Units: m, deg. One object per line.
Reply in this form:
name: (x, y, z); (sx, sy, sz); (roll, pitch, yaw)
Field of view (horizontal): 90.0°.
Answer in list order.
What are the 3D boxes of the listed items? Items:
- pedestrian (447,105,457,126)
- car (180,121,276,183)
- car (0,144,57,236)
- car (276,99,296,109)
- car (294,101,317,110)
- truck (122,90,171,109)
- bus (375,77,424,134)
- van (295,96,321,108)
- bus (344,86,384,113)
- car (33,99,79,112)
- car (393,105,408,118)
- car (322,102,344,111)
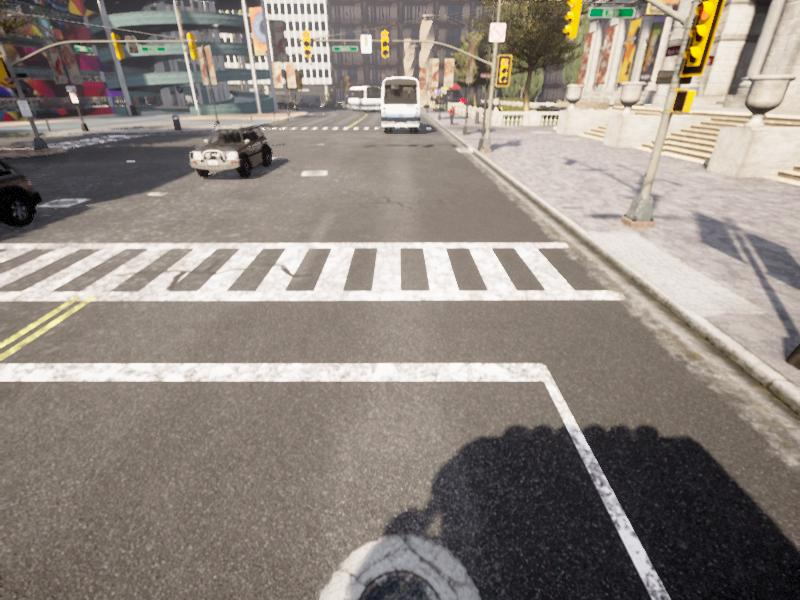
pedestrian: (5.233, -18.606, 40.269); (0.751, 1.860, 0.751); (9, 29, 17)
car: (-6.968, -6.376, 16.898); (1.932, 1.855, 4.605); (0, 28, 0)
car: (-10.486, -2.118, 8.641); (1.932, 1.855, 4.605); (0, 27, 0)
car: (-25.610, -44.056, 90.026); (3.866, 1.878, 1.905); (16, 31, 28)
car: (-21.672, -44.578, 91.619); (5.027, 1.651, 2.152); (16, 31, 28)
truck: (-57.500, -45.645, 90.970); (8.468, 3.827, 2.891); (0, 27, 0)
bus: (-0.047, -18.319, 37.489); (3.944, 4.253, 10.273); (0, 27, 0)
van: (-21.760, -47.055, 95.069); (5.915, 2.561, 1.988); (14, 30, 25)
bus: (-6.891, -37.641, 74.970); (3.944, 4.253, 10.273); (-12, 30, -22)
car: (-62.139, -35.251, 72.323); (5.566, 2.045, 2.435); (0, 27, 0)
car: (0.073, -27.339, 57.955); (2.038, 1.542, 4.974); (0, 27, 0)
car: (-14.418, -41.751, 86.132); (2.152, 1.651, 5.027); (-23, 35, -37)
